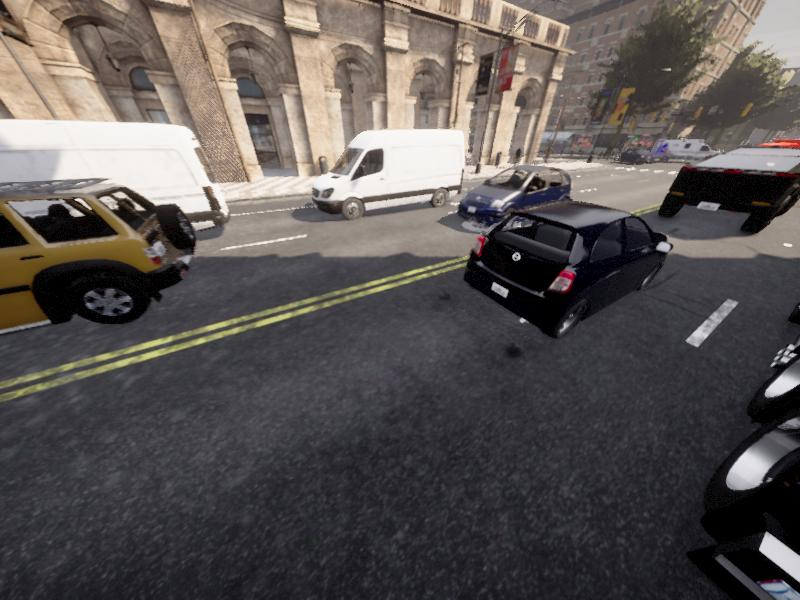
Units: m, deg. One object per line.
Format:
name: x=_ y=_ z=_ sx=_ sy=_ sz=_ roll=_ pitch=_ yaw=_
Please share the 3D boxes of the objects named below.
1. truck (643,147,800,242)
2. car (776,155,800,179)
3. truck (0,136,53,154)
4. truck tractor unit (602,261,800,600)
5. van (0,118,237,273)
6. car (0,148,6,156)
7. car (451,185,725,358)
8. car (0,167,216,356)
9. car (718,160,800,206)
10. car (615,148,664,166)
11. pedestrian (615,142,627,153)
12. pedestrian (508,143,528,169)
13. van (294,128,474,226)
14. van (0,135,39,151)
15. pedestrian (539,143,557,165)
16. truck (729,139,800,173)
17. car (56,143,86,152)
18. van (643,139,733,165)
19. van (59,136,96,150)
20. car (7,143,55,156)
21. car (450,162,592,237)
truck: x=11.840 y=-3.959 z=7.955 sx=6.274 sy=2.098 sz=2.390 roll=-18 pitch=39 yaw=-25
car: x=31.299 y=-10.112 z=17.599 sx=4.181 sy=1.385 sz=1.994 roll=-18 pitch=39 yaw=-25
truck: x=-64.739 y=-26.991 z=40.089 sx=2.627 sy=2.467 sz=5.204 roll=-18 pitch=39 yaw=-25
truck tractor unit: x=5.105 y=-0.306 z=0.788 sx=6.516 sy=4.208 sz=3.053 roll=-18 pitch=39 yaw=-24
van: x=-7.622 y=-2.440 z=5.224 sx=5.915 sy=2.561 sz=1.988 roll=-18 pitch=39 yaw=-24
car: x=-59.299 y=-21.280 z=32.717 sx=1.789 sy=1.549 sz=3.705 roll=-18 pitch=39 yaw=-25
car: x=2.980 y=-0.845 z=3.904 sx=3.633 sy=1.501 sz=1.845 roll=-18 pitch=39 yaw=-24
car: x=-5.653 y=-0.498 z=3.028 sx=4.605 sy=1.855 sz=1.932 roll=-18 pitch=39 yaw=-24
car: x=17.730 y=-5.655 z=10.986 sx=3.806 sy=1.475 sz=1.970 roll=-18 pitch=39 yaw=-25
car: x=27.332 y=-16.447 z=26.528 sx=1.845 sy=1.501 sz=3.633 roll=4 pitch=35 yaw=4
pedestrian: x=44.042 y=-30.364 z=46.071 sx=0.751 sy=1.860 sz=0.751 roll=-15 pitch=38 yaw=-21
pedestrian: x=10.359 y=-12.640 z=20.318 sx=0.751 sy=1.860 sz=0.751 roll=-12 pitch=37 yaw=-16
van: x=-0.355 y=-4.797 z=8.665 sx=5.915 sy=2.561 sz=1.988 roll=-19 pitch=39 yaw=-24
van: x=-77.772 y=-31.899 z=46.938 sx=1.988 sy=2.561 sz=5.915 roll=-18 pitch=39 yaw=-25
pedestrian: x=15.308 y=-15.077 z=23.861 sx=0.751 sy=1.860 sz=0.751 roll=-19 pitch=39 yaw=-26
truck: x=34.740 y=-12.997 z=20.806 sx=5.204 sy=2.467 sz=2.627 roll=-1 pitch=34 yaw=-2
car: x=-63.942 y=-29.725 z=44.972 sx=1.970 sy=1.475 sz=3.806 roll=-18 pitch=39 yaw=-25
van: x=35.304 y=-18.496 z=28.756 sx=6.366 sy=2.431 sz=2.351 roll=25 pitch=42 yaw=31
van: x=-74.135 y=-36.201 z=53.278 sx=2.351 sy=2.431 sz=6.366 roll=-18 pitch=39 yaw=-25
car: x=-57.857 y=-23.815 z=36.396 sx=1.801 sy=1.575 sz=5.366 roll=-18 pitch=39 yaw=-25
car: x=3.894 y=-3.484 z=7.636 sx=3.988 sy=1.617 sz=1.851 roll=-18 pitch=39 yaw=-24
